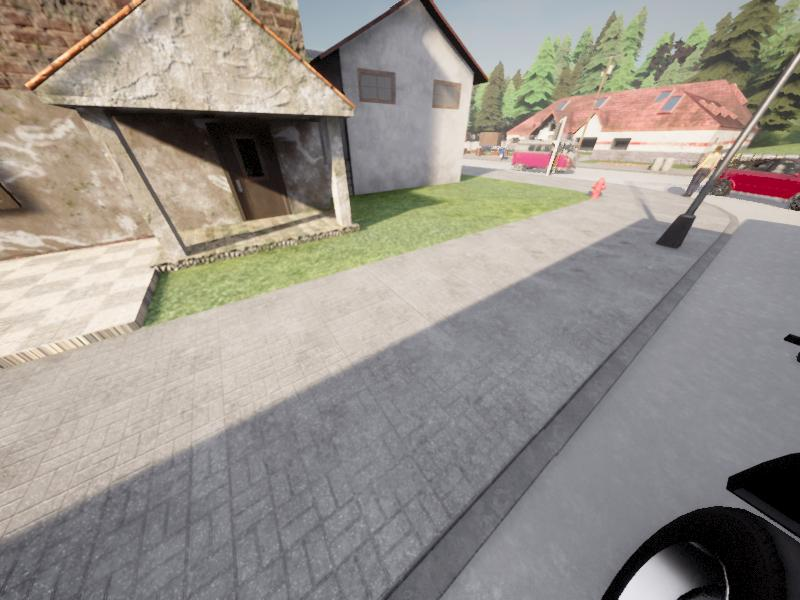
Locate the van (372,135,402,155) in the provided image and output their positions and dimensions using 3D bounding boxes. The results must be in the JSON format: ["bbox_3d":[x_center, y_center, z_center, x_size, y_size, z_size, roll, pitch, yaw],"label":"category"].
[{"bbox_3d":[-2.237,-25.698,38.198,1.988,2.561,5.915,-22,41,-27],"label":"van"}]

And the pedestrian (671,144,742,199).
[{"bbox_3d":[12.279,-5.195,9.372,0.751,1.860,0.751,14,38,19],"label":"pedestrian"}]

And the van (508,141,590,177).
[{"bbox_3d":[10.723,-10.546,17.083,1.775,1.987,4.442,-22,41,-27],"label":"van"}]

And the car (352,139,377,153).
[{"bbox_3d":[-6.799,-29.306,43.773,2.150,2.045,5.566,-22,40,-27],"label":"car"}]

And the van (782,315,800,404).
[{"bbox_3d":[7.076,-0.465,2.338,5.915,2.561,1.988,-20,40,-26],"label":"van"}]

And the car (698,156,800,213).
[{"bbox_3d":[14.995,-4.564,8.949,1.789,1.549,3.705,-1,35,-1],"label":"car"}]

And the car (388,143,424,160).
[{"bbox_3d":[0.627,-18.870,29.241,2.242,1.667,4.611,-22,40,-27],"label":"car"}]
